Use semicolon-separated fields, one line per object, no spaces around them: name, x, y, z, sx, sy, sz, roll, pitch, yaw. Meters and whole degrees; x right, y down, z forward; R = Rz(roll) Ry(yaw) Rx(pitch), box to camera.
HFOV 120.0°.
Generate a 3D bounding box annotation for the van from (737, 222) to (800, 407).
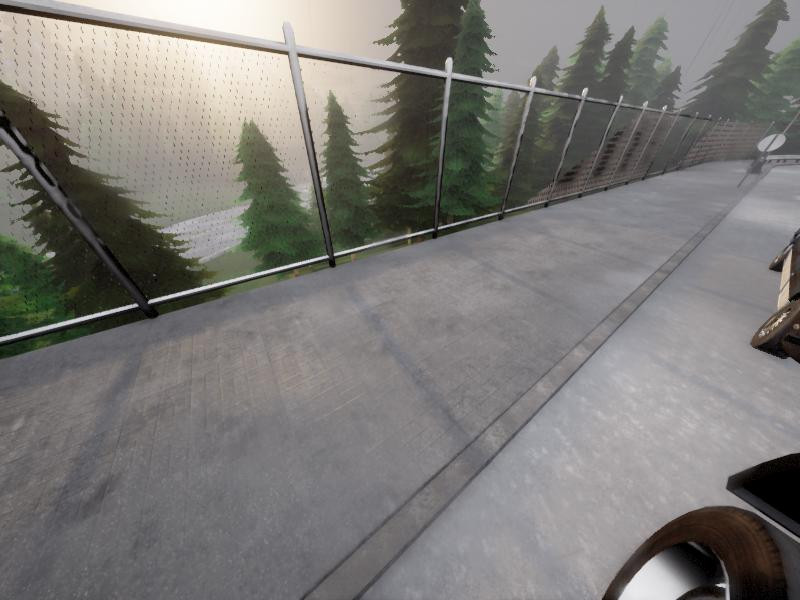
van;6.826;-0.674;2.631;5.915;2.561;1.988;-22;41;-28
